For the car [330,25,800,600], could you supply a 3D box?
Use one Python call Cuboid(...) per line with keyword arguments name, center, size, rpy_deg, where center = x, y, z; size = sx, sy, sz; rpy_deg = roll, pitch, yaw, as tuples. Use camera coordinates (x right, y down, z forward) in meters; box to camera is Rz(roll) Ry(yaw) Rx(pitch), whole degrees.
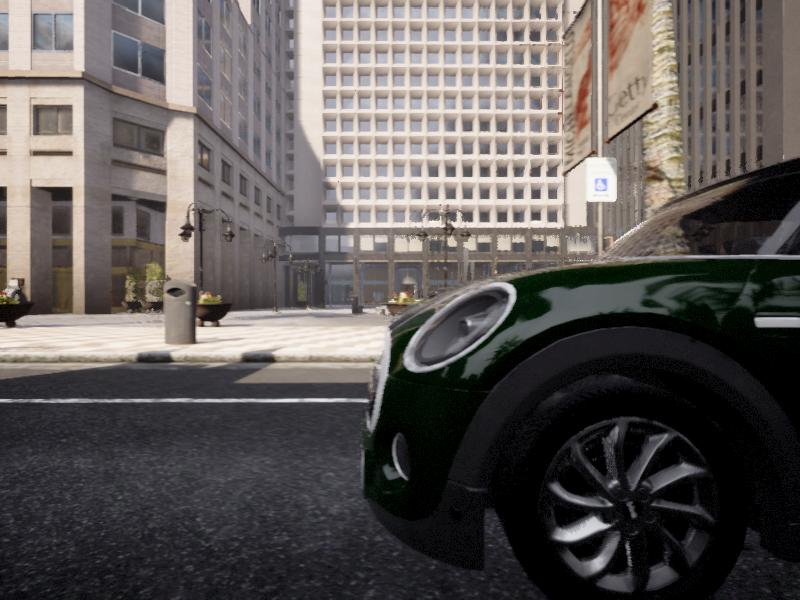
Cuboid(name="car", center=(2.076, 0.091, 2.200), size=(4.553, 1.767, 2.097), rpy_deg=(0, 0, 0))
